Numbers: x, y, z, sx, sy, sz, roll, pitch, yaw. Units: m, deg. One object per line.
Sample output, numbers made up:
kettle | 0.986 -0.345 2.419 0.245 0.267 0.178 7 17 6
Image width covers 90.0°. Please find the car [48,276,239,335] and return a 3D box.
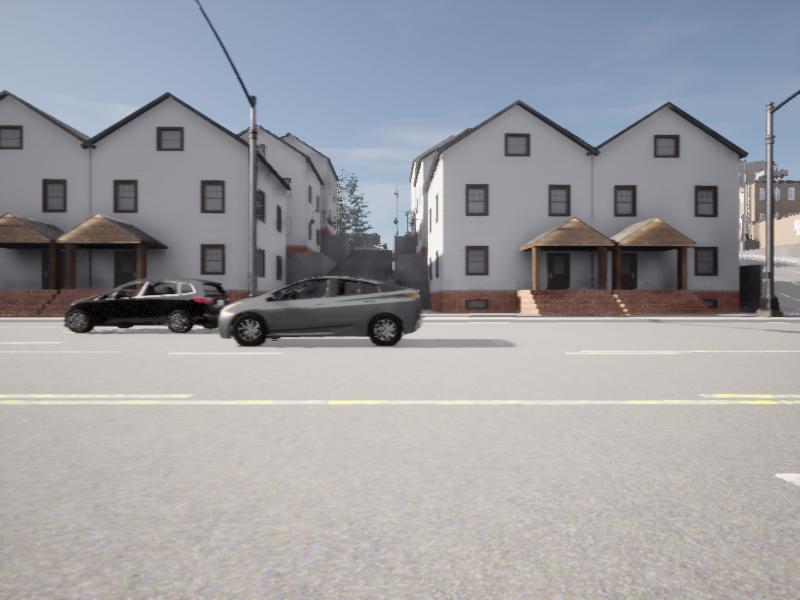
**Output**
car | -7.861 0.154 12.691 4.611 1.667 2.242 0 0 0

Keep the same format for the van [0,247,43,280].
van | -38.413 -3.575 38.792 1.988 2.561 5.915 0 14 0

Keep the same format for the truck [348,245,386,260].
truck | -5.542 -8.058 67.966 6.274 2.098 2.390 0 0 0

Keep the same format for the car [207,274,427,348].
car | -1.705 0.229 9.201 4.514 1.525 2.007 0 0 0
